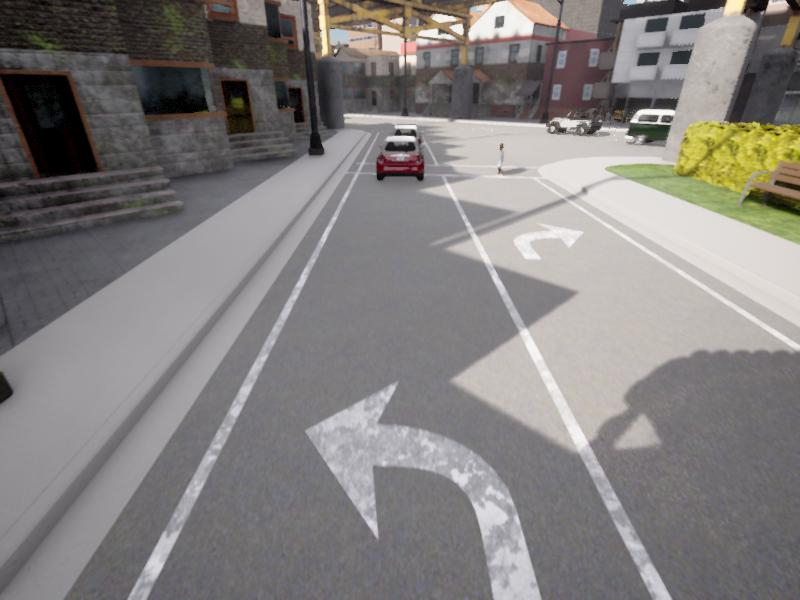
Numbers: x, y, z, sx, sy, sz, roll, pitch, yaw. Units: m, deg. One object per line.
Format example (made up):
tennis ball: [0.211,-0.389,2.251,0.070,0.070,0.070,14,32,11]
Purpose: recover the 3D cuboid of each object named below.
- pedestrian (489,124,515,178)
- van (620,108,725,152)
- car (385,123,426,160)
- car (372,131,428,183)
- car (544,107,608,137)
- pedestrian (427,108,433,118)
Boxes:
pedestrian: [3.986,-5.848,15.699,0.751,1.860,0.751,6,28,12]
van: [16.288,-10.344,24.143,2.069,2.038,4.480,-25,36,-39]
car: [0.297,-8.586,21.458,1.970,1.475,3.806,0,27,1]
car: [0.046,-5.899,16.286,1.970,1.475,3.806,0,27,1]
car: [13.556,-13.836,31.045,1.905,1.878,3.866,-25,36,-39]
pedestrian: [3.743,-23.021,49.260,0.500,1.100,0.500,-17,32,-28]
